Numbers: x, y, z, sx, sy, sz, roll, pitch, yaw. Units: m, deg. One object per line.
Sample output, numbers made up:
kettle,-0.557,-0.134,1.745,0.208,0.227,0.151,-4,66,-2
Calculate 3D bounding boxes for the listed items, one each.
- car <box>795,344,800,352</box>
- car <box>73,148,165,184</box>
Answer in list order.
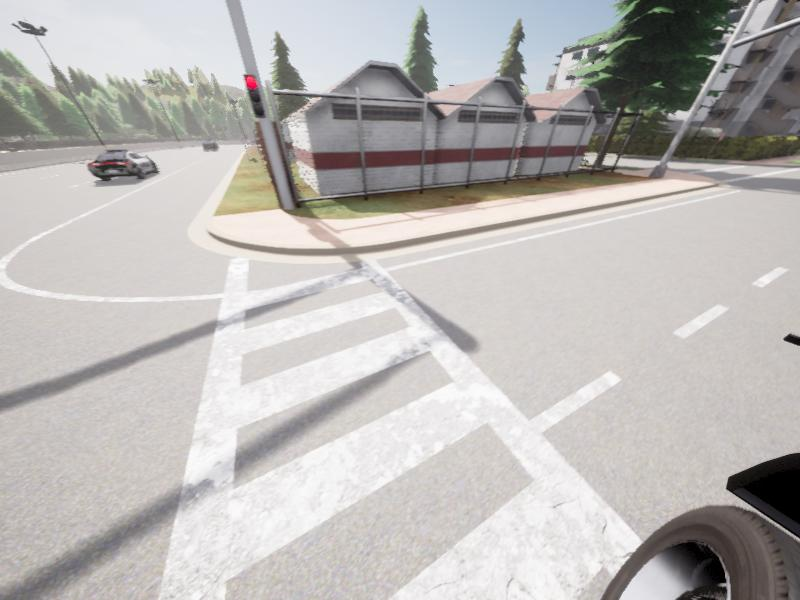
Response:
car,7.190,0.074,2.471,3.806,1.475,1.970,-16,38,-21
car,-17.656,-8.813,14.952,2.038,1.542,4.974,-17,38,-22
